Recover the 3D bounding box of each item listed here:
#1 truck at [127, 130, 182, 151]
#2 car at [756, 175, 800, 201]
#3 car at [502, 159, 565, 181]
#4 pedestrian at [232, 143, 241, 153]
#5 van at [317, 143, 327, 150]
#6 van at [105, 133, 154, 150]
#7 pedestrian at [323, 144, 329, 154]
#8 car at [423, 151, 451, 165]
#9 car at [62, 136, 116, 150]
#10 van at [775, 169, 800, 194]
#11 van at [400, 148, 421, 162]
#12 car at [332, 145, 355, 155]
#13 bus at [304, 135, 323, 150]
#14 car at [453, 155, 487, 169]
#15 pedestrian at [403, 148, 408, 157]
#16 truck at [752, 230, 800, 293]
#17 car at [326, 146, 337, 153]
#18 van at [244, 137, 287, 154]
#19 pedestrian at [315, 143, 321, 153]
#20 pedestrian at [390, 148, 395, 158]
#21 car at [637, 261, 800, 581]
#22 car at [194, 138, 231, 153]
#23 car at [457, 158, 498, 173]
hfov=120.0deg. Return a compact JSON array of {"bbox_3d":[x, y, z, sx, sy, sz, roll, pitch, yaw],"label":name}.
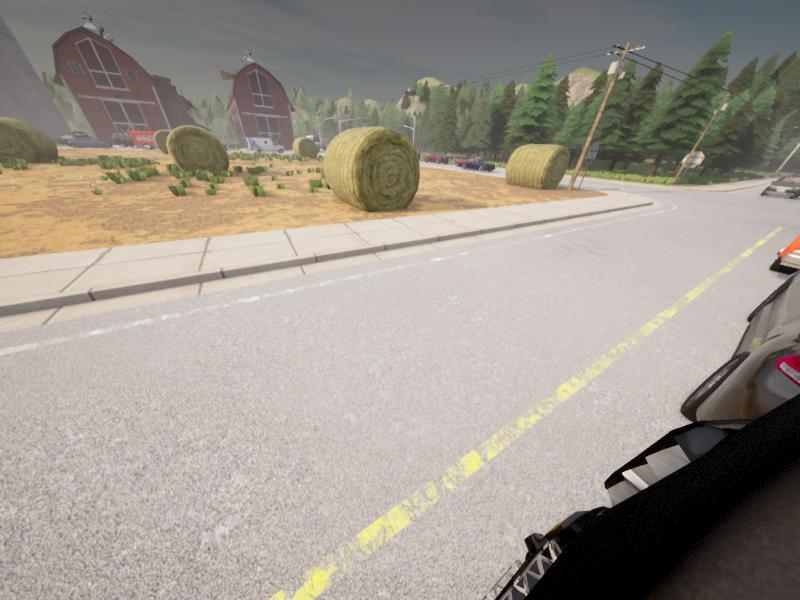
[{"bbox_3d":[-38.676,-25.218,36.716,5.204,2.467,2.627,-19,39,-29],"label":"truck"},{"bbox_3d":[31.324,-9.142,18.702,3.705,1.549,1.789,-16,38,-26],"label":"car"},{"bbox_3d":[13.833,-13.730,24.308,1.801,1.575,5.366,-18,39,-28],"label":"car"},{"bbox_3d":[-26.616,-24.674,37.565,0.751,1.300,0.751,-25,43,-35],"label":"pedestrian"},{"bbox_3d":[-28.075,-54.961,82.791,1.775,1.987,4.442,-18,39,-28],"label":"van"},{"bbox_3d":[-43.636,-25.714,37.442,4.442,1.987,1.775,-18,39,-30],"label":"van"},{"bbox_3d":[-16.719,-33.964,52.078,0.751,1.860,0.751,-26,43,-36],"label":"pedestrian"},{"bbox_3d":[6.169,-24.251,39.364,2.097,1.767,4.553,-18,39,-28],"label":"car"},{"bbox_3d":[-44.807,-22.714,33.441,4.181,1.385,1.994,-19,40,-28],"label":"car"},{"bbox_3d":[40.102,-11.820,23.020,4.442,1.987,1.775,-16,38,-26],"label":"van"},{"bbox_3d":[1.997,-28.066,44.613,1.775,1.987,4.442,-18,39,-28],"label":"van"},{"bbox_3d":[-13.437,-35.787,55.112,4.605,1.855,1.932,-19,39,-29],"label":"car"},{"bbox_3d":[-33.284,-60.485,88.651,3.944,4.253,10.273,-18,39,-28],"label":"bus"},{"bbox_3d":[10.282,-20.457,34.210,2.007,1.525,4.514,-18,39,-28],"label":"car"},{"bbox_3d":[1.254,-34.029,53.326,0.751,1.860,0.751,-13,37,-23],"label":"pedestrian"},{"bbox_3d":[10.969,-1.484,4.786,5.204,2.467,2.627,-16,38,-26],"label":"truck"},{"bbox_3d":[-19.901,-43.894,67.137,1.789,1.549,3.705,-18,39,-28],"label":"car"},{"bbox_3d":[-25.700,-29.562,44.290,6.366,2.431,2.351,-19,39,-29],"label":"van"},{"bbox_3d":[-19.355,-35.987,54.645,0.751,1.860,0.751,-23,41,-33],"label":"pedestrian"},{"bbox_3d":[-1.691,-33.713,52.900,0.751,1.860,0.751,-15,38,-25],"label":"pedestrian"},{"bbox_3d":[4.869,0.599,1.948,5.027,1.651,2.152,-16,38,-26],"label":"car"},{"bbox_3d":[-32.691,-26.989,40.380,4.605,1.855,1.932,-19,39,-29],"label":"car"},{"bbox_3d":[9.807,-17.207,29.490,1.895,1.301,4.718,-18,39,-28],"label":"car"}]
